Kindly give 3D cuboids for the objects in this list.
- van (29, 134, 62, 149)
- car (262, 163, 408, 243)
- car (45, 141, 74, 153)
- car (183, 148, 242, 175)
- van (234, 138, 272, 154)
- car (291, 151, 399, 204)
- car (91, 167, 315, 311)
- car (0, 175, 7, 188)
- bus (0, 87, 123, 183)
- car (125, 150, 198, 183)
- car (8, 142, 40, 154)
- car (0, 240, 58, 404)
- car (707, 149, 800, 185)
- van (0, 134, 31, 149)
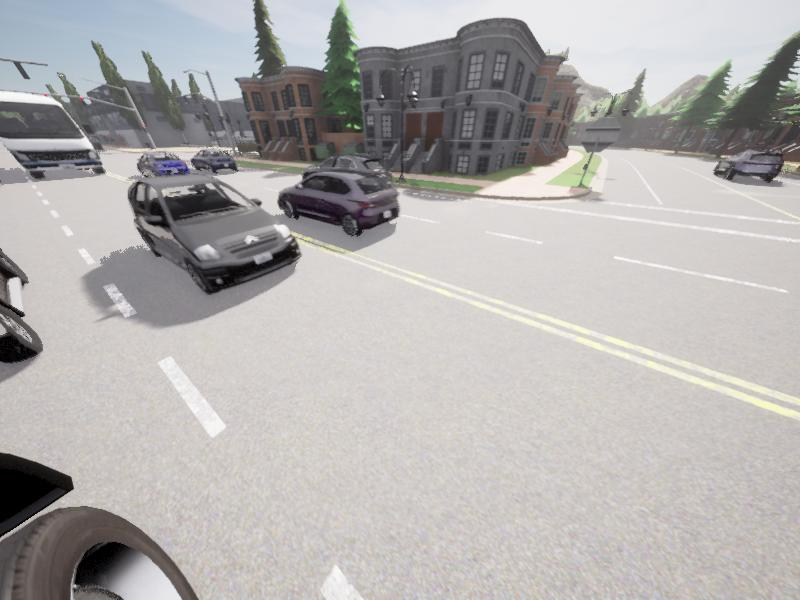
[{"bbox_3d":[-71.307,-31.835,46.421,6.366,2.431,2.351,22,41,28],"label":"van"},{"bbox_3d":[-2.020,-3.202,7.159,4.193,1.474,1.816,22,41,28],"label":"car"},{"bbox_3d":[-55.835,-25.123,37.874,4.674,1.442,1.812,22,41,28],"label":"car"},{"bbox_3d":[-14.362,-10.695,17.696,4.193,1.474,1.816,22,41,28],"label":"car"},{"bbox_3d":[-23.422,-24.616,36.940,1.775,1.987,4.442,22,41,28],"label":"van"},{"bbox_3d":[-2.601,-5.969,10.947,4.856,1.649,2.033,22,41,28],"label":"car"},{"bbox_3d":[-3.952,-1.579,4.726,3.988,1.617,1.851,22,41,28],"label":"car"},{"bbox_3d":[-22.365,-6.591,11.764,3.633,1.501,1.845,22,41,28],"label":"car"},{"bbox_3d":[-24.318,-11.049,15.714,10.273,4.253,3.944,22,41,28],"label":"bus"},{"bbox_3d":[-15.106,-8.536,14.627,4.193,1.474,1.816,22,41,28],"label":"car"},{"bbox_3d":[-58.813,-23.858,36.089,5.357,1.411,2.033,22,41,28],"label":"car"},{"bbox_3d":[-6.334,-0.199,2.514,4.605,1.855,1.932,23,41,27],"label":"car"},{"bbox_3d":[23.200,-9.012,15.398,2.033,1.649,4.856,24,41,30],"label":"car"},{"bbox_3d":[-77.990,-32.094,46.736,6.366,2.431,2.351,22,41,28],"label":"van"}]
